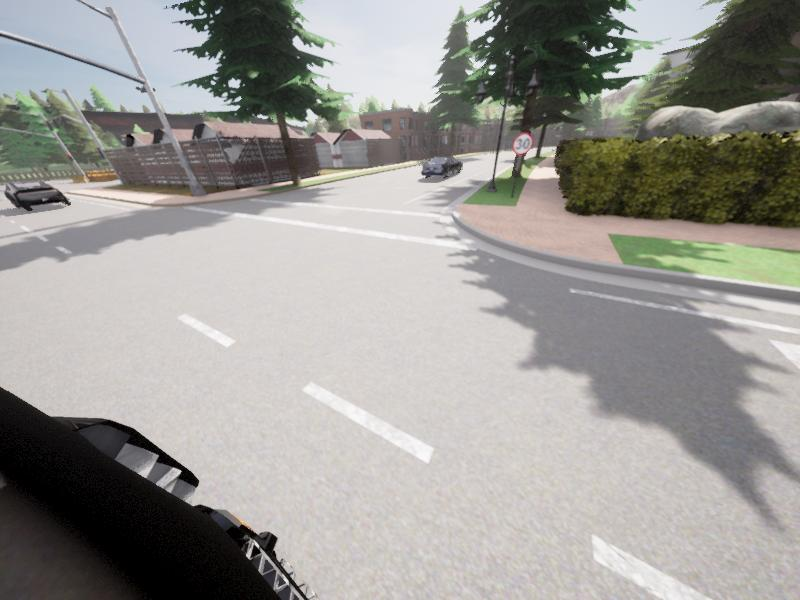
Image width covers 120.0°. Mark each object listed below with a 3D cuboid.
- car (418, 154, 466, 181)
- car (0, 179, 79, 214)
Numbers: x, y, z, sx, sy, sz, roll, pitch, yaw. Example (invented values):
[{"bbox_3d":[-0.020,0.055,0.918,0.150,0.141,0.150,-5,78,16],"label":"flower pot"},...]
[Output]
[{"bbox_3d":[3.472,-10.666,18.453,2.033,1.411,5.357,15,37,25],"label":"car"},{"bbox_3d":[-23.238,-6.702,14.659,4.902,1.511,2.128,15,38,25],"label":"car"}]
